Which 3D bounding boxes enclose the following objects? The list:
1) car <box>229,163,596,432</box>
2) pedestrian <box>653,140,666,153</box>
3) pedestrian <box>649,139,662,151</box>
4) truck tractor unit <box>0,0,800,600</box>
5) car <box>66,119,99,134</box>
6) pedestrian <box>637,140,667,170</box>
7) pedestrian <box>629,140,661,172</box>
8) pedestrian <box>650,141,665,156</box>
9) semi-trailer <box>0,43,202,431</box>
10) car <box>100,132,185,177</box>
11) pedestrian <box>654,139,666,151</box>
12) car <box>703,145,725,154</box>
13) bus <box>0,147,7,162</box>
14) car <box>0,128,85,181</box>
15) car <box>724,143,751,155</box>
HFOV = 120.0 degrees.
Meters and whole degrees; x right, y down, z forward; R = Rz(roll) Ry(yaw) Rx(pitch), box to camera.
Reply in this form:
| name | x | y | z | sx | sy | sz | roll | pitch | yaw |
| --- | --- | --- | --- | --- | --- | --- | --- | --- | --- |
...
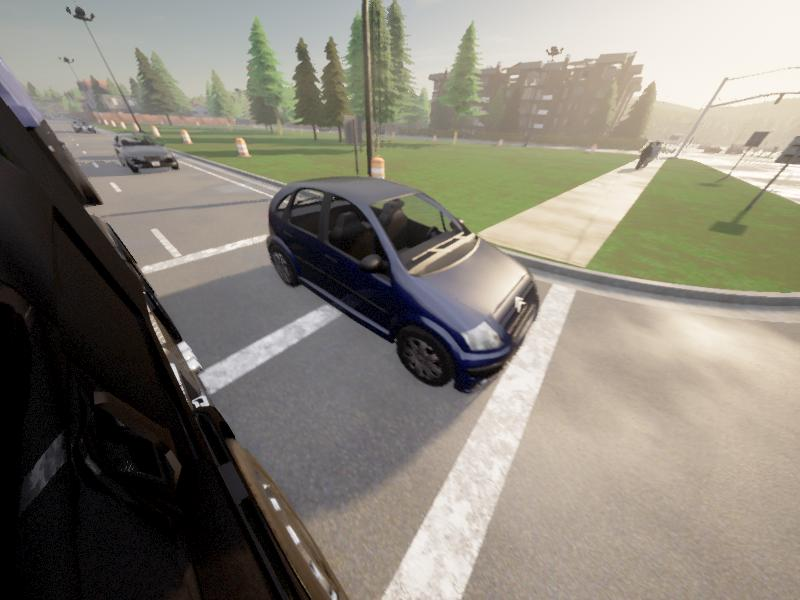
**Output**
| name | x | y | z | sx | sy | sz | roll | pitch | yaw |
| --- | --- | --- | --- | --- | --- | --- | --- | --- | --- |
| car | -0.212 | -0.671 | 3.181 | 3.988 | 1.617 | 1.851 | 28 | 44 | 30 |
| pedestrian | 46.085 | -27.229 | 41.060 | 0.751 | 1.860 | 0.751 | 30 | 45 | 32 |
| pedestrian | 47.326 | -28.691 | 42.830 | 0.751 | 1.860 | 0.751 | -28 | 47 | -34 |
| truck tractor unit | -2.645 | -0.295 | 0.351 | 6.516 | 4.208 | 3.053 | 28 | 44 | 30 |
| car | -42.967 | -23.470 | 31.269 | 3.806 | 1.475 | 1.970 | 28 | 44 | 30 |
| pedestrian | 19.374 | -11.142 | 17.785 | 0.751 | 1.860 | 0.751 | -30 | 47 | -35 |
| pedestrian | 17.689 | -10.417 | 16.720 | 0.751 | 1.860 | 0.751 | -27 | 46 | -33 |
| pedestrian | 38.977 | -23.023 | 35.035 | 0.751 | 1.860 | 0.751 | 29 | 44 | 31 |
| semi-trailer | -8.713 | -3.583 | 4.230 | 14.254 | 4.402 | 2.717 | 28 | 44 | 30 |
| car | -12.799 | -7.348 | 11.482 | 4.193 | 1.474 | 1.816 | 28 | 44 | 30 |
| pedestrian | 49.726 | -29.608 | 44.192 | 0.751 | 1.860 | 0.751 | -26 | 45 | -33 |
| car | 66.788 | -32.047 | 49.190 | 1.895 | 1.301 | 4.718 | 28 | 44 | 30 |
| bus | -20.995 | -7.464 | 8.847 | 10.273 | 4.253 | 3.944 | 28 | 44 | 30 |
| car | -16.261 | -6.609 | 10.265 | 4.902 | 1.511 | 2.128 | 30 | 45 | 31 |
| car | 70.607 | -31.630 | 48.382 | 1.905 | 1.878 | 3.866 | 28 | 44 | 30 |
